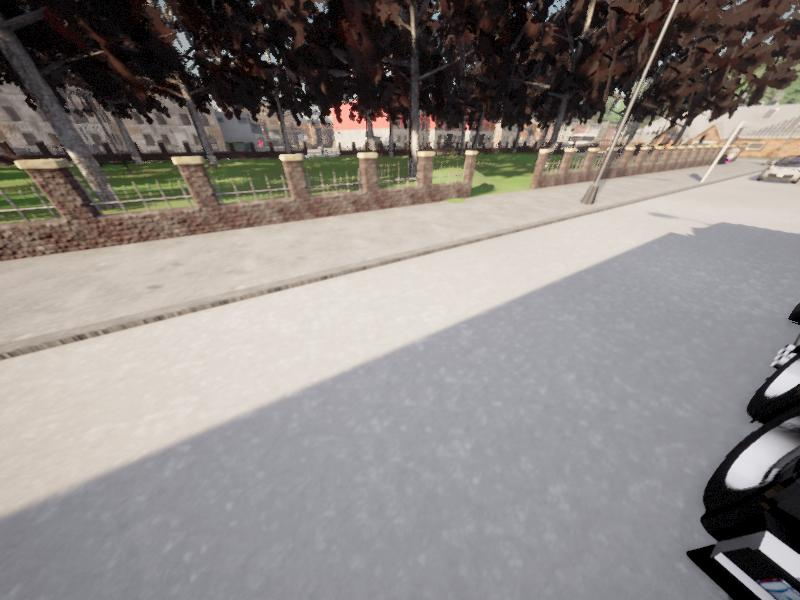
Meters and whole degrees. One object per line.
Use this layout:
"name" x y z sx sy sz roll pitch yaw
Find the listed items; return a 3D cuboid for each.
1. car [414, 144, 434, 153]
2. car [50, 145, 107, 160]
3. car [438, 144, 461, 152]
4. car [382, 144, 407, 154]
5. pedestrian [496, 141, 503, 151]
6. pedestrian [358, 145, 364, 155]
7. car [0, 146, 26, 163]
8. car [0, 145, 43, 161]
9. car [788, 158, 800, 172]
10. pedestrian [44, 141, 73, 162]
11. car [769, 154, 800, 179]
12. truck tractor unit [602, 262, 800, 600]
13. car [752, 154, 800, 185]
"car" 5.098 -31.769 48.330 3.705 1.549 1.789 -18 39 -24
"car" -41.367 -19.150 29.851 3.633 1.501 1.845 -18 39 -24
"car" 10.922 -33.652 51.134 4.892 1.490 1.837 -19 39 -25
"car" -1.121 -29.719 45.360 4.514 1.525 2.007 -18 39 -24
"pedestrian" 22.338 -34.576 52.007 0.751 1.860 0.751 -23 41 -30
"pedestrian" -6.455 -24.806 38.231 0.751 1.300 0.751 -18 39 -24
"car" -44.239 -15.527 24.672 3.806 1.475 1.970 -18 39 -25
"car" -46.942 -17.307 27.177 4.902 1.511 2.128 -18 39 -25
"car" 38.650 -12.812 21.332 5.366 1.575 1.801 -18 39 -24
"pedestrian" -36.187 -15.765 24.516 0.751 1.860 0.751 -14 37 -20
"car" 32.223 -10.713 18.429 5.357 1.411 2.033 -19 39 -25
"truck tractor unit" 5.109 -0.303 0.788 6.516 4.208 3.053 -18 39 -24
"car" 26.362 -8.923 15.692 3.633 1.501 1.845 -19 39 -26
